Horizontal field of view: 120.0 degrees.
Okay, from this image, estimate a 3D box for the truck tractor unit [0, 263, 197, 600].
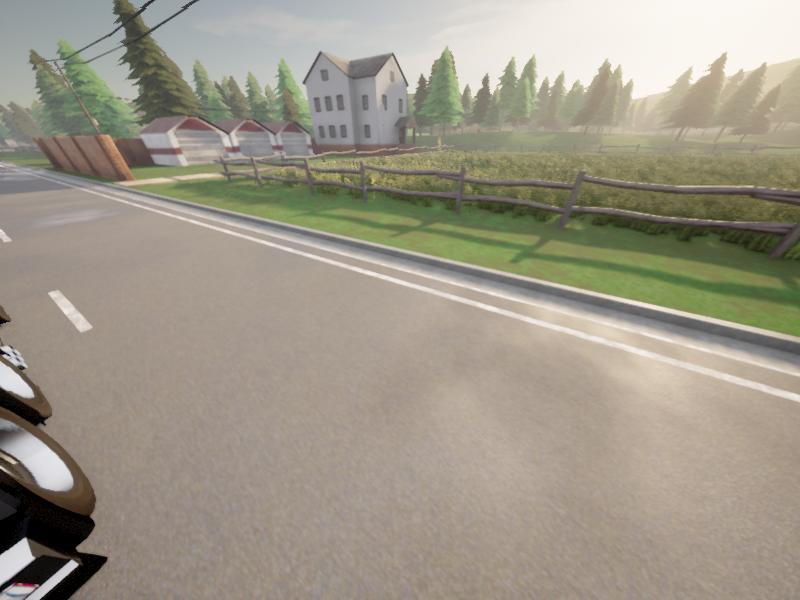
[{"bbox_3d":[-5.112,-0.299,0.785,6.516,4.208,3.053,18,39,24],"label":"truck tractor unit"}]
